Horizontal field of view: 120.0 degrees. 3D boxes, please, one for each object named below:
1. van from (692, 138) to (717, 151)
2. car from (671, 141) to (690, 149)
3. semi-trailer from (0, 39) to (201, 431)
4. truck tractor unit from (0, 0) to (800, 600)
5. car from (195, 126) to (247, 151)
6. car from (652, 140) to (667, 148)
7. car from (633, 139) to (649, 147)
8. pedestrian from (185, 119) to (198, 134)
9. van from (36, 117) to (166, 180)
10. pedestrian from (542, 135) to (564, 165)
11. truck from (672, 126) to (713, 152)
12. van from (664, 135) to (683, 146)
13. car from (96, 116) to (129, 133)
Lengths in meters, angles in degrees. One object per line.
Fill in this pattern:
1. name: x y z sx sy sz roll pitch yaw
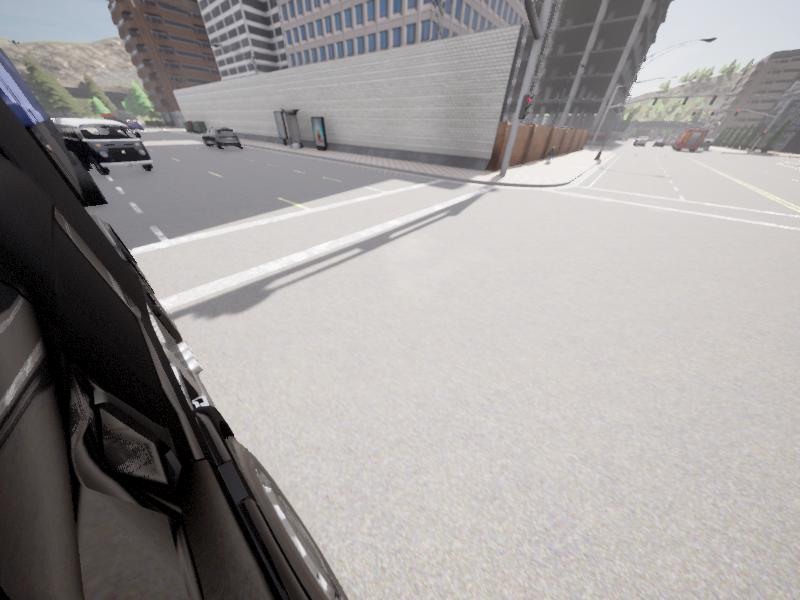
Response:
1. van: 66.159 -33.836 50.259 2.069 2.038 4.480 28 44 30
2. car: 65.084 -36.104 53.746 2.033 1.411 5.357 28 44 30
3. semi-trailer: -8.677 -3.603 4.272 14.254 4.402 2.717 28 44 30
4. truck tractor unit: -2.645 -0.295 0.351 6.516 4.208 3.053 28 44 30
5. car: -16.604 -15.012 21.383 4.856 1.649 2.033 28 44 30
6. car: 62.549 -37.581 55.670 1.895 1.301 4.718 28 44 30
7. car: 57.412 -37.355 55.031 2.033 1.411 5.357 28 44 30
8. pedestrian: -33.099 -27.535 36.748 0.751 1.860 0.751 29 44 31
9. van: -13.588 -7.050 10.598 4.480 2.038 2.069 21 41 23
10. pedestrian: 11.753 -11.564 17.797 0.751 1.860 0.751 25 42 27
11. truck: 57.576 -31.904 45.770 2.891 3.827 8.468 28 44 30
12. van: 79.383 -46.295 67.153 2.351 2.431 6.366 28 44 30
13. car: -47.134 -28.779 37.852 5.566 2.045 2.150 28 44 30
